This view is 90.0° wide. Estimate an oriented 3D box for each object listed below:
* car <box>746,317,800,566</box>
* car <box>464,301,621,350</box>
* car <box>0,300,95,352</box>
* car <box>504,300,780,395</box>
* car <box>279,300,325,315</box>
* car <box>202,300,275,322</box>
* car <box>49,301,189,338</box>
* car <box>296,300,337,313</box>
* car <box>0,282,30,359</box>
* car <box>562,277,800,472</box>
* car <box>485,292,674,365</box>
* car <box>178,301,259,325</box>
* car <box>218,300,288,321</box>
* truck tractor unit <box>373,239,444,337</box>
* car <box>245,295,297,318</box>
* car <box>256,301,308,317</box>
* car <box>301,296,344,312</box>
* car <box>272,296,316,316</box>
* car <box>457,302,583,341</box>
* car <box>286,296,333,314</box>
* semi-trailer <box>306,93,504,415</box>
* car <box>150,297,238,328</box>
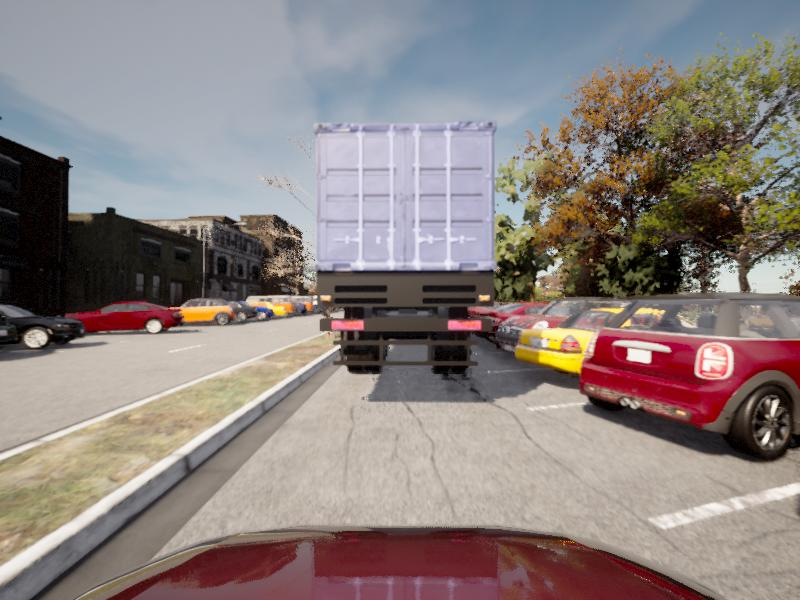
[{"bbox_3d":[4.806,0.868,2.440,4.674,1.452,2.002,1,0,-19],"label":"car"},{"bbox_3d":[5.051,0.824,14.283,5.008,1.535,2.097,1,0,-18],"label":"car"},{"bbox_3d":[-13.262,0.825,12.922,5.008,1.535,2.097,-1,0,-18],"label":"car"},{"bbox_3d":[5.074,0.826,8.424,5.366,1.575,1.946,1,0,-19],"label":"car"},{"bbox_3d":[-11.312,0.833,46.045,5.008,1.535,2.097,-1,0,-16],"label":"car"},{"bbox_3d":[-12.380,0.832,31.024,5.008,1.535,2.097,-1,0,-17],"label":"car"},{"bbox_3d":[-13.024,0.827,18.955,5.008,1.535,2.097,-1,0,-18],"label":"car"},{"bbox_3d":[-10.870,0.834,52.039,5.008,1.535,2.097,-1,0,-16],"label":"car"},{"bbox_3d":[-13.321,0.572,9.914,5.566,2.045,2.435,-1,0,-19],"label":"car"},{"bbox_3d":[4.817,0.701,5.393,4.553,1.767,2.185,1,0,-19],"label":"car"},{"bbox_3d":[5.003,0.701,11.328,4.553,1.767,2.185,1,0,-18],"label":"car"},{"bbox_3d":[-12.545,0.832,28.009,4.892,1.521,2.231,-1,0,-17],"label":"car"},{"bbox_3d":[-12.349,0.832,33.972,5.366,1.575,1.946,-1,0,-16],"label":"car"},{"bbox_3d":[0.500,-0.521,20.543,3.053,4.208,6.516,0,0,2],"label":"truck tractor unit"},{"bbox_3d":[-11.856,0.605,37.072,4.442,1.987,1.878,-1,0,-16],"label":"car"},{"bbox_3d":[-11.777,0.863,40.030,4.792,1.488,2.163,-1,0,-16],"label":"car"},{"bbox_3d":[-10.674,0.583,55.022,5.566,2.045,2.435,-1,0,-16],"label":"car"},{"bbox_3d":[-11.423,0.606,43.081,4.442,1.987,1.878,-1,0,-16],"label":"car"},{"bbox_3d":[5.135,0.853,17.227,4.792,1.488,2.163,1,0,-18],"label":"car"},{"bbox_3d":[-11.117,0.583,49.030,5.566,2.045,2.435,-1,0,-16],"label":"car"},{"bbox_3d":[0.258,-0.617,12.634,2.717,4.402,14.254,0,0,2],"label":"semi-trailer"},{"bbox_3d":[-12.708,0.704,24.994,4.553,1.767,2.185,-1,0,-17],"label":"car"}]
